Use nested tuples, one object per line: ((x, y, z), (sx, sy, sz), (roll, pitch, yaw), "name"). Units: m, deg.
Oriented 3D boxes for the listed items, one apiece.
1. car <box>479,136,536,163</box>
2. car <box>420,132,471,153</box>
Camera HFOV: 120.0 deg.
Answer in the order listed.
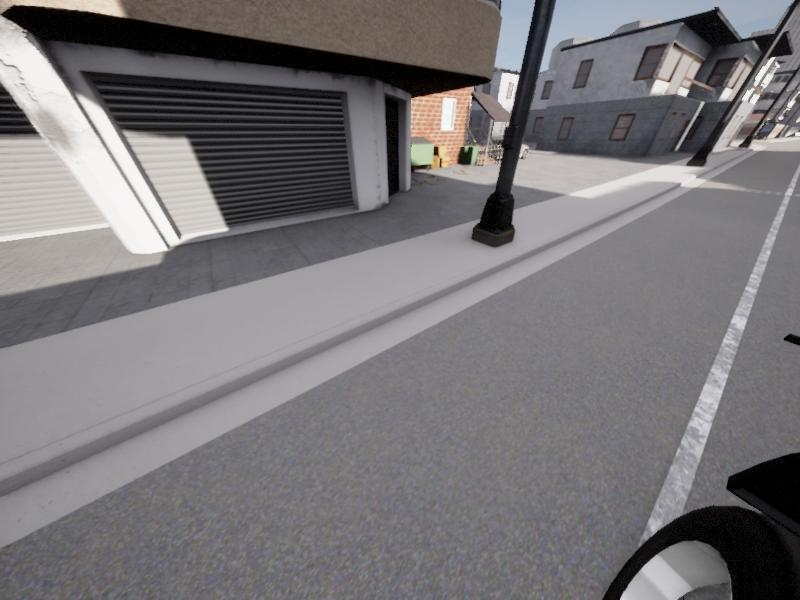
((8.469, -11.945, 18.256), (3.806, 1.475, 1.970), (-23, 41, -27), "car")
((4.711, -16.420, 23.975), (5.027, 1.636, 2.152), (-22, 41, -27), "car")
